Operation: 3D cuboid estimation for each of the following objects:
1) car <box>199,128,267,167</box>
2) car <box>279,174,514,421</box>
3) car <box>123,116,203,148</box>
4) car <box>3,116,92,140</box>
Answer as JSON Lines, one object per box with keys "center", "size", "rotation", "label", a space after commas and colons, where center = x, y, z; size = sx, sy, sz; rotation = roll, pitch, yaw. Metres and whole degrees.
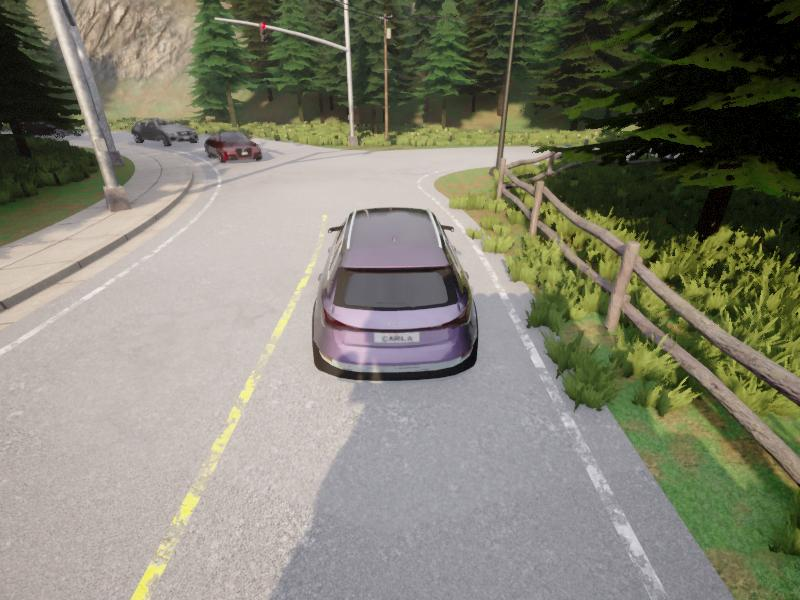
{"center": [-8.654, -7.949, 20.615], "size": [1.994, 1.385, 4.181], "rotation": [-18, 32, -32], "label": "car"}
{"center": [-0.114, -0.593, 5.995], "size": [2.033, 1.649, 4.856], "rotation": [-1, 27, -2], "label": "car"}
{"center": [-16.065, -11.431, 27.120], "size": [5.027, 1.651, 2.152], "rotation": [16, 31, 28], "label": "car"}
{"center": [-27.279, -13.407, 31.091], "size": [4.902, 1.511, 2.128], "rotation": [3, 27, 6], "label": "car"}
